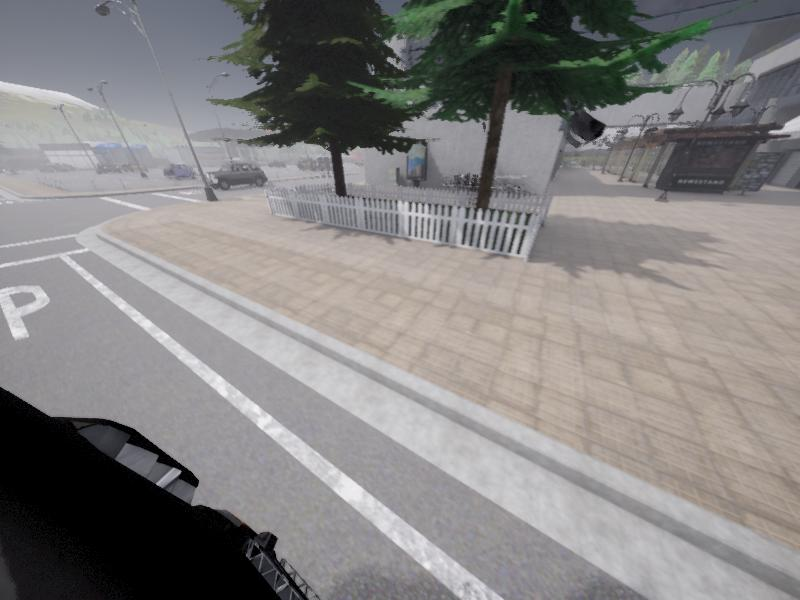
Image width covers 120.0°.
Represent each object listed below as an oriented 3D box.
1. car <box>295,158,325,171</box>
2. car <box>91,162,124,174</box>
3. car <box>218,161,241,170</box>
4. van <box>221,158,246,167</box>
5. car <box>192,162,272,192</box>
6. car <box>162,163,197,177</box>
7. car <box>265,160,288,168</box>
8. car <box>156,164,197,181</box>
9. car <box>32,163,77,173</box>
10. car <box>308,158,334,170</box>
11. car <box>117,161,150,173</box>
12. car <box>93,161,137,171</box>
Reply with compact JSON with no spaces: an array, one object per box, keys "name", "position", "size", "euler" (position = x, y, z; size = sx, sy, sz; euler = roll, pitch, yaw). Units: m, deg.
[{"name":"car","position":[-15.306,-22.976,39.159],"size":[4.605,1.855,1.932],"euler":[17,36,26]},{"name":"car","position":[-47.324,-21.429,37.386],"size":[4.514,1.523,2.007],"euler":[17,36,26]},{"name":"car","position":[-33.037,-26.169,44.868],"size":[3.633,1.501,1.845],"euler":[17,36,26]},{"name":"van","position":[-44.660,-36.920,62.111],"size":[2.069,2.038,4.480],"euler":[18,36,27]},{"name":"car","position":[-13.604,-10.307,19.108],"size":[1.932,1.855,4.605],"euler":[17,36,26]},{"name":"car","position":[-29.860,-17.711,31.339],"size":[3.806,1.475,1.970],"euler":[17,36,26]},{"name":"car","position":[-27.818,-30.701,52.084],"size":[4.514,1.523,2.007],"euler":[17,36,26]},{"name":"car","position":[-25.061,-14.363,25.888],"size":[3.633,1.501,1.845],"euler":[17,36,26]},{"name":"car","position":[-63.198,-24.236,42.353],"size":[1.816,1.474,4.193],"euler":[18,36,27]},{"name":"car","position":[-14.152,-24.421,41.438],"size":[3.866,1.878,1.905],"euler":[17,36,26]},{"name":"car","position":[-45.742,-22.871,39.679],"size":[5.027,1.636,2.152],"euler":[17,36,26]},{"name":"car","position":[-59.065,-27.865,48.017],"size":[1.930,1.638,5.238],"euler":[18,36,27]}]
